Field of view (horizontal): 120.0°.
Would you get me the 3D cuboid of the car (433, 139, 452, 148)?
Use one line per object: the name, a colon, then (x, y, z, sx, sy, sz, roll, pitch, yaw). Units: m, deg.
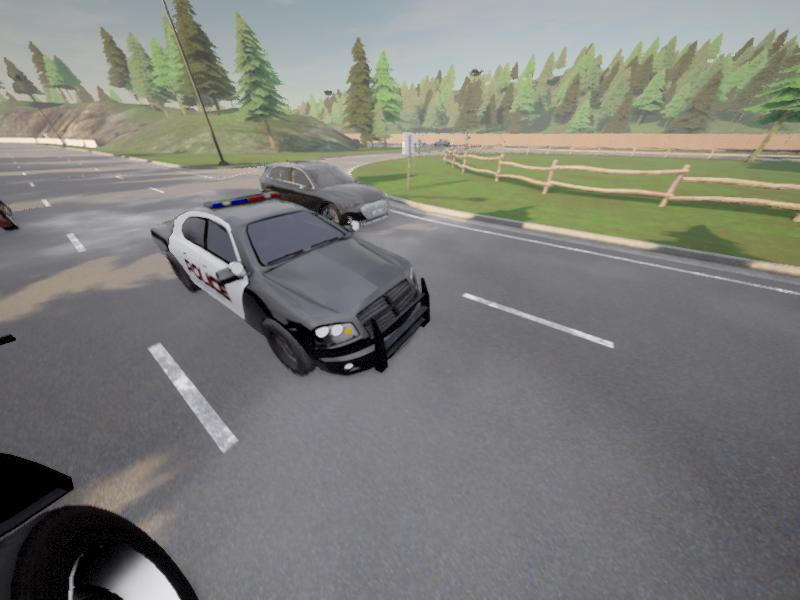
car: (11.526, -43.090, 63.475, 4.605, 1.855, 1.932, 22, 41, 28)

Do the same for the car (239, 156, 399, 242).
car: (-2.617, -3.514, 7.454, 4.856, 1.649, 2.033, 22, 41, 28)

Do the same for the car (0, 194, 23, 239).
car: (-12.710, -2.596, 6.291, 4.181, 1.385, 1.994, 22, 41, 28)

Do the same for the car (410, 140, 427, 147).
car: (5.382, -45.403, 67.068, 4.514, 1.525, 2.007, 22, 41, 28)

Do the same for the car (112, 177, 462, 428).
car: (-1.910, -0.721, 3.590, 4.974, 1.542, 2.038, 22, 41, 28)
